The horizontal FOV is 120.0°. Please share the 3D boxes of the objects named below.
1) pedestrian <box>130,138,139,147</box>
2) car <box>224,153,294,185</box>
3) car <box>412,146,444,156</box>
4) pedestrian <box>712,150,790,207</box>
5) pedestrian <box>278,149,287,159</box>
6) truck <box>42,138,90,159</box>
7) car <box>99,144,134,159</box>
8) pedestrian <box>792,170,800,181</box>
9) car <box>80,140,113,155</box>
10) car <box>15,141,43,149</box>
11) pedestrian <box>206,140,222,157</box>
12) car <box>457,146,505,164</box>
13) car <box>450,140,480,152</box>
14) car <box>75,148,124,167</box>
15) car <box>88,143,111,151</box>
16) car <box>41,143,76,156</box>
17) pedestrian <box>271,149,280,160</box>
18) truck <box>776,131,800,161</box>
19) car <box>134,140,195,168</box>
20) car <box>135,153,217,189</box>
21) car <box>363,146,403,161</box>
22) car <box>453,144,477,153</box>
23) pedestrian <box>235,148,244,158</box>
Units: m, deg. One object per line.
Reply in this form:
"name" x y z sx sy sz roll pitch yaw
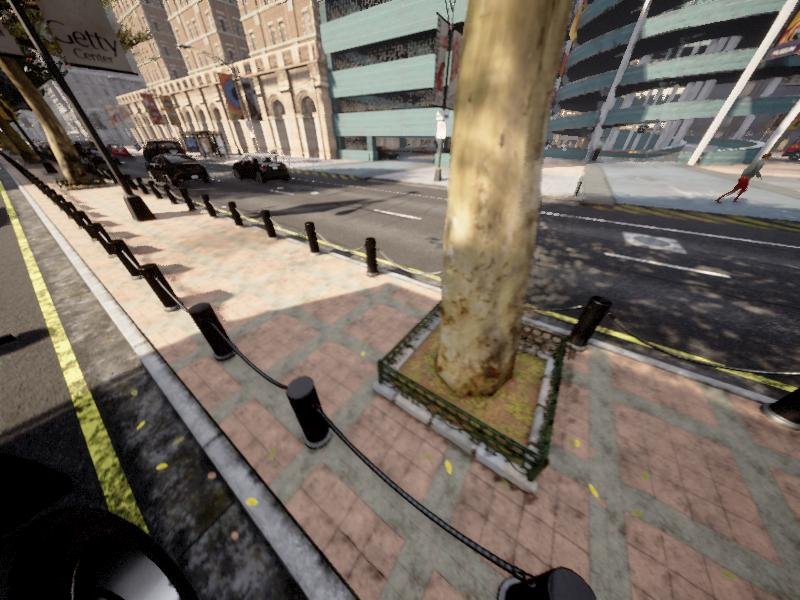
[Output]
"pedestrian" -73.310 -43.458 63.703 0.751 1.860 0.751 20 39 25
"car" -9.033 -8.511 14.844 3.806 1.475 1.970 21 40 27
"car" 4.575 -24.520 37.973 4.718 1.301 1.895 21 40 27
"pedestrian" 13.631 -4.756 9.076 0.751 1.860 0.751 24 41 30
"pedestrian" -14.407 -17.883 28.288 0.500 1.100 0.500 8 36 11
"truck" -44.637 -20.346 30.893 6.274 2.098 2.390 21 40 27
"car" -37.460 -19.713 30.549 3.705 1.549 1.789 22 40 27
"pedestrian" 27.729 -8.957 15.296 0.751 1.860 0.751 14 37 19
"car" -46.899 -23.556 35.681 3.866 1.878 1.905 21 40 27
"car" -84.839 -35.544 52.842 4.674 1.442 1.812 12 36 16
"pedestrian" -24.880 -20.264 30.920 0.751 1.860 0.751 21 40 27
"car" 9.636 -17.455 27.709 4.902 1.511 2.128 21 40 27
"car" 14.258 -33.828 50.729 5.566 2.045 2.435 21 40 27
"car" -29.830 -14.226 22.907 4.181 1.385 1.994 21 40 27
"car" -60.939 -31.080 46.835 4.718 1.301 1.895 21 40 27
"car" -51.976 -22.961 35.138 4.902 1.511 2.128 21 40 27
"pedestrian" -15.086 -17.641 27.931 0.500 1.100 0.500 24 41 30
"truck" 62.735 -21.947 33.008 2.891 3.827 8.468 -1 35 -1
"car" -22.606 -14.085 22.198 5.566 2.045 2.150 21 40 27
"car" -13.355 -7.803 13.755 4.892 1.490 1.837 21 40 27
"car" -2.271 -19.252 30.219 4.786 1.482 2.161 21 40 27
"car" 14.207 -33.525 50.979 4.514 1.523 2.007 21 40 27
"pedestrian" -20.533 -18.801 29.533 0.500 1.100 0.500 18 39 24
